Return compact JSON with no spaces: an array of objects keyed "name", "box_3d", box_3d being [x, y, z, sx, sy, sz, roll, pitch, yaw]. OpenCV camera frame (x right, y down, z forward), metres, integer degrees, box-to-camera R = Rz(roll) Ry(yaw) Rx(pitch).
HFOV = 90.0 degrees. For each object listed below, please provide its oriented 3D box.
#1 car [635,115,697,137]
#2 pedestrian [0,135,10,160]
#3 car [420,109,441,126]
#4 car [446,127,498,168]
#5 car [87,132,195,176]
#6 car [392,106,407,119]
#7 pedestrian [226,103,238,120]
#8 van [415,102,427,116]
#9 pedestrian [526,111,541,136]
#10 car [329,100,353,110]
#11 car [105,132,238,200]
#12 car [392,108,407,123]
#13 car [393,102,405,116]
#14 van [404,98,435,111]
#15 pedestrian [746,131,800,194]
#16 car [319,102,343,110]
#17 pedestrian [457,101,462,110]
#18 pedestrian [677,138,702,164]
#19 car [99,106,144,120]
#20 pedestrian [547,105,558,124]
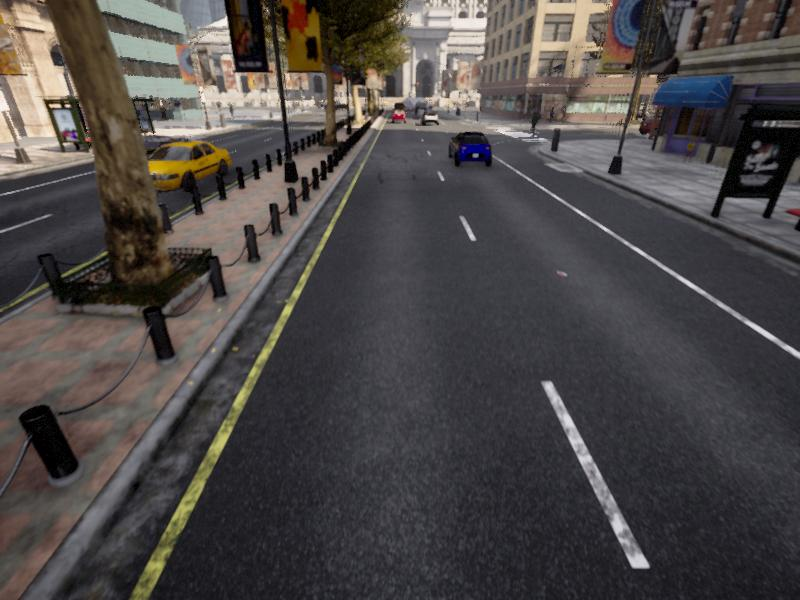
[{"name":"car","box_3d":[22.258,-14.640,33.613,3.705,1.549,1.789,-1,27,-2]},{"name":"pedestrian","box_3d":[-19.457,-7.577,18.819,0.751,1.860,0.751,2,27,4]},{"name":"car","box_3d":[3.402,-20.801,45.498,2.007,1.525,4.514,0,27,0]},{"name":"car","box_3d":[3.479,-7.726,20.092,1.816,1.474,4.193,0,27,0]},{"name":"car","box_3d":[-11.541,-6.779,18.329,1.895,1.301,4.718,0,27,0]},{"name":"car","box_3d":[-0.121,-26.706,56.972,2.007,1.525,4.514,0,27,0]},{"name":"pedestrian","box_3d":[-20.964,-23.535,49.885,0.751,1.860,0.751,2,27,4]},{"name":"van","box_3d":[3.318,-30.773,64.414,1.775,1.987,4.442,0,27,0]},{"name":"pedestrian","box_3d":[10.922,-14.427,32.723,0.751,1.860,0.751,0,27,0]},{"name":"car","box_3d":[-12.619,-41.721,85.733,4.605,1.855,1.932,0,27,0]},{"name":"car","box_3d":[-8.034,-5.147,14.864,1.801,1.575,5.366,0,27,0]},{"name":"car","box_3d":[-0.104,-22.525,48.801,1.789,1.549,3.705,0,27,0]},{"name":"car","box_3d":[-0.134,-30.788,64.530,1.905,1.878,3.866,0,27,0]},{"name":"van","box_3d":[4.144,-41.901,85.597,6.366,2.431,2.351,0,27,0]},{"name":"pedestrian","box_3d":[12.303,-4.479,13.028,0.751,1.860,0.751,-3,27,-7]},{"name":"car","box_3d":[-15.340,-43.153,88.939,4.792,1.488,2.163,0,27,0]},{"name":"pedestrian","box_3d":[12.980,-42.577,87.559,0.751,1.860,0.751,-2,27,-4]},{"name":"pedestrian","box_3d":[13.620,-7.021,18.820,0.500,1.100,0.500,1,27,1]},{"name":"car","box_3d":[-35.057,-23.650,50.509,2.128,1.511,4.902,0,27,0]},{"name":"pedestrian","box_3d":[17.239,-21.030,45.297,0.751,1.860,0.751,5,28,9]}]
